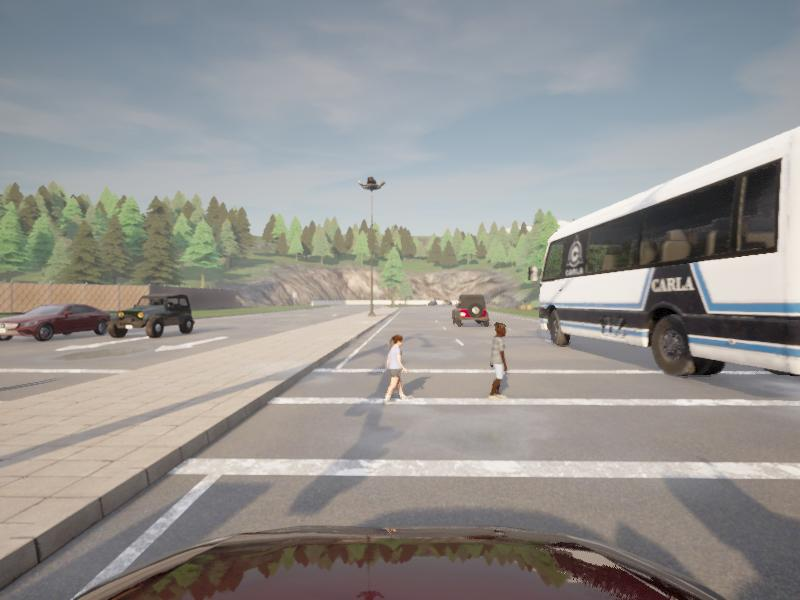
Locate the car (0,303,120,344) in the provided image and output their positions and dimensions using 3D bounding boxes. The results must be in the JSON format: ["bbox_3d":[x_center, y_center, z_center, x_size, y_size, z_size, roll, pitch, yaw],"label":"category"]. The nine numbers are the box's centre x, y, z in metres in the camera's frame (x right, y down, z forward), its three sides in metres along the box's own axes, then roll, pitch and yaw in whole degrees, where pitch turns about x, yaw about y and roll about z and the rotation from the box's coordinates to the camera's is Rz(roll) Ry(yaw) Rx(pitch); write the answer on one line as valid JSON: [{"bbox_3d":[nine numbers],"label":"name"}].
[{"bbox_3d":[-14.460,0.868,16.971,1.812,1.442,4.674,0,0,2],"label":"car"}]

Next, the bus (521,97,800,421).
[{"bbox_3d":[6.846,-0.536,10.446,3.944,4.253,10.273,0,0,-2],"label":"bus"}]

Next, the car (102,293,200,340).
[{"bbox_3d":[-10.927,0.644,17.944,1.905,1.878,3.866,0,0,2],"label":"car"}]

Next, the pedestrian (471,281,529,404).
[{"bbox_3d":[1.579,0.639,6.409,0.751,1.860,0.751,0,0,1],"label":"pedestrian"}]

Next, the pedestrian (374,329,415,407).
[{"bbox_3d":[-0.090,1.020,6.170,0.500,1.100,0.500,0,0,-19],"label":"pedestrian"}]

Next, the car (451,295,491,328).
[{"bbox_3d":[4.303,0.643,24.788,1.905,1.878,3.866,0,0,2],"label":"car"}]
